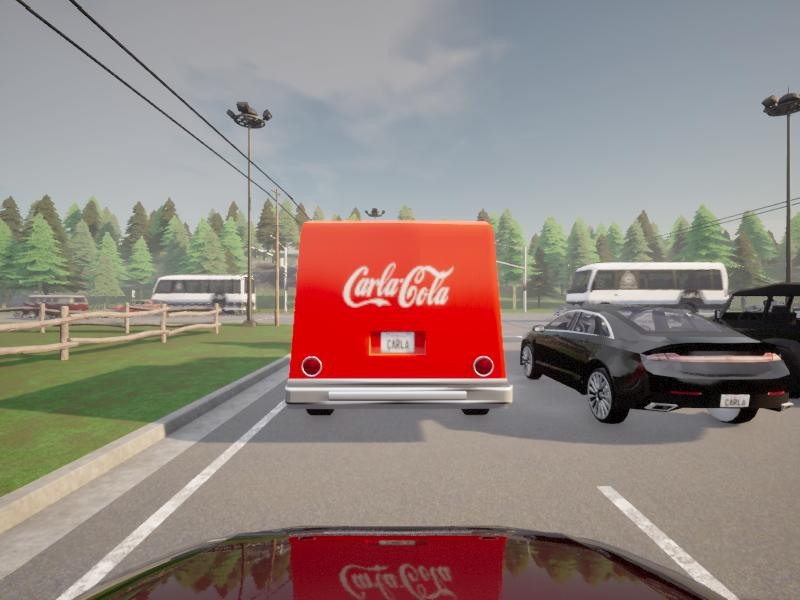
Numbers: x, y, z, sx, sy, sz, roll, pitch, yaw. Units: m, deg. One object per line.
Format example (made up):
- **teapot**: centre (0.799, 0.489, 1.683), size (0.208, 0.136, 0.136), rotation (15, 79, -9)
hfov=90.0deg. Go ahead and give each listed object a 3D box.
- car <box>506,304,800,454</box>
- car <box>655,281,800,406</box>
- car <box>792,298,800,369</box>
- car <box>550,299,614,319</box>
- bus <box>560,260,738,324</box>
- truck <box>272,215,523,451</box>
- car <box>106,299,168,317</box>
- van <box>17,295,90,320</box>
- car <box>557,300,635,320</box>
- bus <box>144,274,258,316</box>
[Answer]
- **car**: centre (3.464, 0.836, 6.582), size (2.128, 1.511, 4.902), rotation (0, 0, 0)
- **car**: centre (6.960, 0.646, 7.491), size (1.905, 1.878, 3.866), rotation (0, 0, 0)
- **car**: centre (10.472, 0.781, 7.069), size (2.152, 1.651, 5.027), rotation (0, 0, 0)
- **car**: centre (16.200, 0.777, 35.760), size (4.856, 1.649, 2.033), rotation (0, 0, 0)
- **bus**: centre (17.378, -0.535, 28.635), size (10.273, 4.253, 3.944), rotation (0, 0, 0)
- **truck**: centre (-0.037, 0.354, 6.792), size (2.627, 2.467, 5.204), rotation (0, 0, 0)
- **car**: centre (-25.730, 0.756, 39.229), size (4.611, 1.667, 2.242), rotation (0, 0, 1)
- **van**: centre (-27.832, 0.598, 32.208), size (4.442, 1.987, 1.775), rotation (0, 0, 1)
- **car**: centre (15.711, 0.801, 32.259), size (5.366, 1.575, 1.801), rotation (0, 0, 0)
- **bus**: centre (-20.925, -0.534, 42.625), size (10.273, 4.253, 3.944), rotation (0, 0, 1)
